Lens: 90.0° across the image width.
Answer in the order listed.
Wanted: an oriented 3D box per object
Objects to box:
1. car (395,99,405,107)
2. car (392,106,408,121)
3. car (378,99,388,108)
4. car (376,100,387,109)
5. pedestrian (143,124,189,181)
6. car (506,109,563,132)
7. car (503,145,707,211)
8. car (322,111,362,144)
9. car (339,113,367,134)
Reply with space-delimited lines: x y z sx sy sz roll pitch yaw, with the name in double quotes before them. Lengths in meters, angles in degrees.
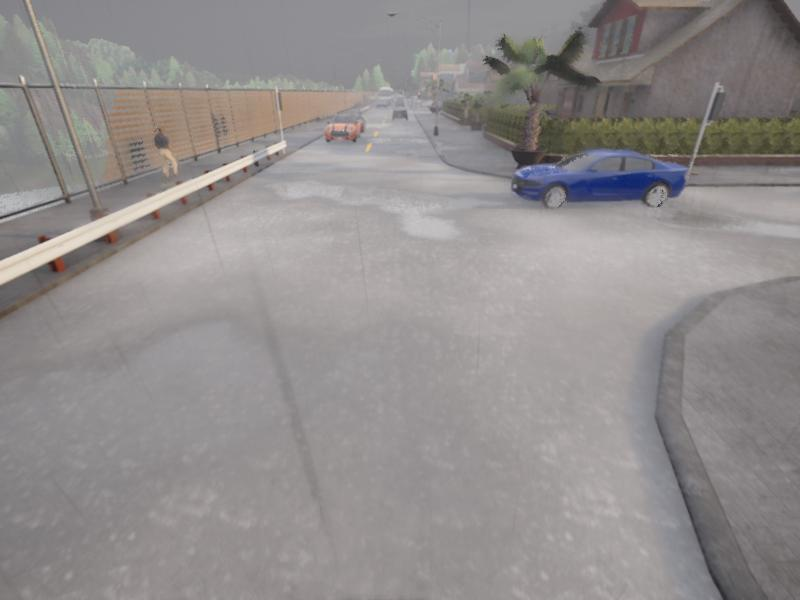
"car" 0.033 -46.414 94.293 2.242 1.667 4.611 0 27 0
"car" 0.012 -22.978 49.213 1.882 1.535 5.008 0 27 0
"car" -3.967 -45.584 92.733 2.033 1.649 4.856 0 27 0
"car" -3.954 -42.413 86.620 2.152 1.651 5.027 1 27 1
"pedestrian" -8.463 -5.345 14.544 0.751 1.860 0.751 1 27 1
"car" 10.566 -14.196 31.622 3.633 1.501 1.845 -1 27 -2
"car" 5.974 -3.766 12.150 5.008 1.535 1.882 -2 27 -4
"car" -3.962 -12.202 28.135 2.097 1.767 4.553 0 27 0
"car" -3.997 -15.389 34.747 1.994 1.385 4.181 0 27 0
